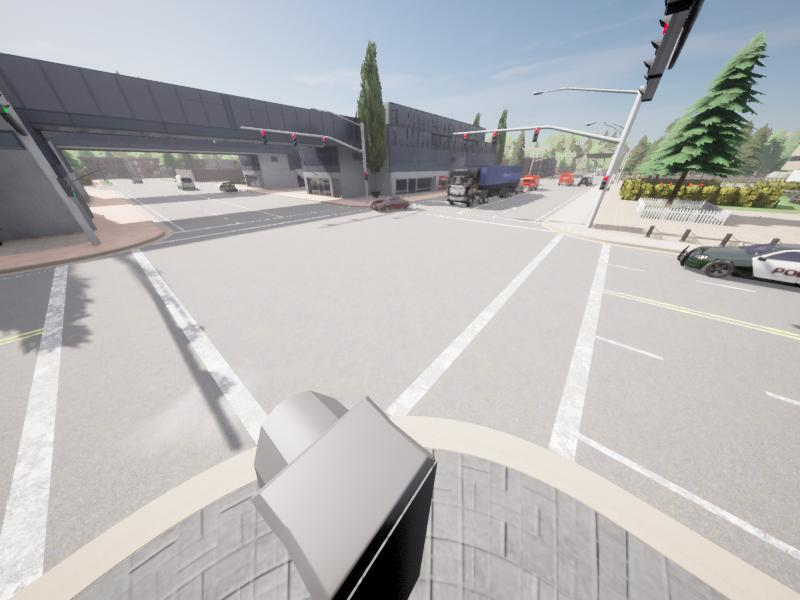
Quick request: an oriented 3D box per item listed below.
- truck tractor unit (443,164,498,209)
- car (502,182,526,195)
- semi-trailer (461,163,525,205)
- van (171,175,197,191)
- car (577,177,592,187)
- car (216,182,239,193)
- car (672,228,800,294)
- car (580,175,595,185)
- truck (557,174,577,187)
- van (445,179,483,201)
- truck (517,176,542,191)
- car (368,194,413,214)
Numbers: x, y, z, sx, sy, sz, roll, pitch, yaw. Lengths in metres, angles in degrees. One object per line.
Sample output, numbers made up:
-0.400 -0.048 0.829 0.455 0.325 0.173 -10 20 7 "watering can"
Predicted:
8.239 -13.377 26.956 3.053 4.208 6.516 23 37 34 "truck tractor unit"
19.280 -18.858 39.006 2.242 1.667 4.611 23 37 34 "car"
13.318 -16.497 32.162 2.717 4.402 14.254 23 37 34 "semi-trailer"
-43.093 -23.471 46.120 5.915 2.561 1.988 23 37 34 "van"
43.399 -27.869 54.384 1.905 1.878 3.866 23 37 34 "car"
-30.867 -20.184 41.358 3.988 1.617 1.851 23 37 34 "car"
14.717 -1.456 8.997 4.974 1.542 2.038 23 37 34 "car"
47.949 -30.647 59.042 2.150 2.045 5.566 23 37 34 "car"
40.126 -28.889 55.574 2.627 2.467 5.204 23 37 34 "truck"
9.302 -15.966 33.232 2.351 2.431 6.366 23 37 34 "van"
25.227 -22.737 44.933 2.627 2.467 5.204 23 36 34 "truck"
-0.943 -10.092 24.118 4.181 1.385 1.994 -18 35 -28 "car"
